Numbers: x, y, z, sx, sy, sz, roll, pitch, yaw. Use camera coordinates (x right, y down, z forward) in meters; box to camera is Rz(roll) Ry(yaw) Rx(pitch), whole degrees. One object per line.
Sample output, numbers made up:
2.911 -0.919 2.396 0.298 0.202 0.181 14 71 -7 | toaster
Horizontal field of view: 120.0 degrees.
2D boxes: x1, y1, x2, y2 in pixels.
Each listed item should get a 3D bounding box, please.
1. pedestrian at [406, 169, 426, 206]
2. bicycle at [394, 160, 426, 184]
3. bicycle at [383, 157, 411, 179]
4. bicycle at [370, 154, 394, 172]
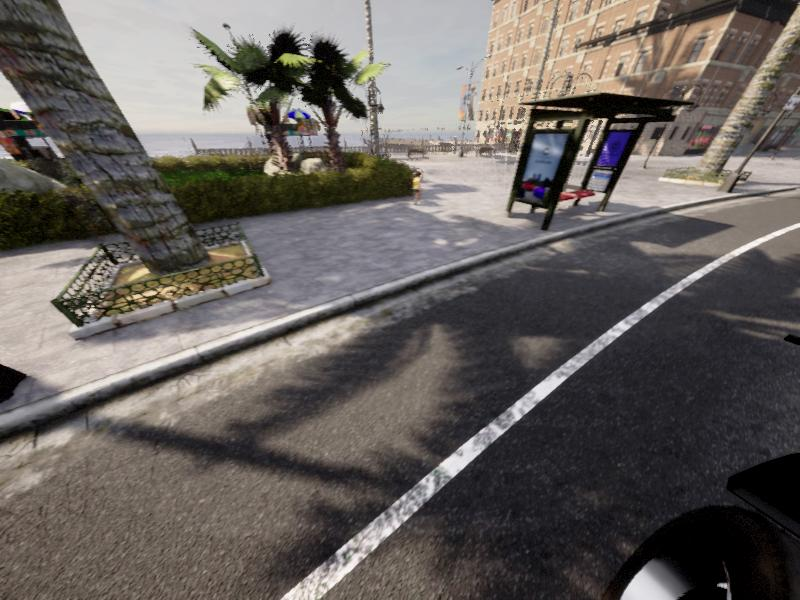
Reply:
0.549 -3.981 8.194 0.500 1.100 0.500 -15 38 -19 | pedestrian
0.534 -6.838 12.327 1.643 1.024 0.373 -12 37 -17 | bicycle
-0.173 -7.931 13.861 1.643 1.024 0.373 -12 37 -17 | bicycle
-1.232 -9.570 16.162 1.643 1.024 0.373 -12 37 -17 | bicycle
